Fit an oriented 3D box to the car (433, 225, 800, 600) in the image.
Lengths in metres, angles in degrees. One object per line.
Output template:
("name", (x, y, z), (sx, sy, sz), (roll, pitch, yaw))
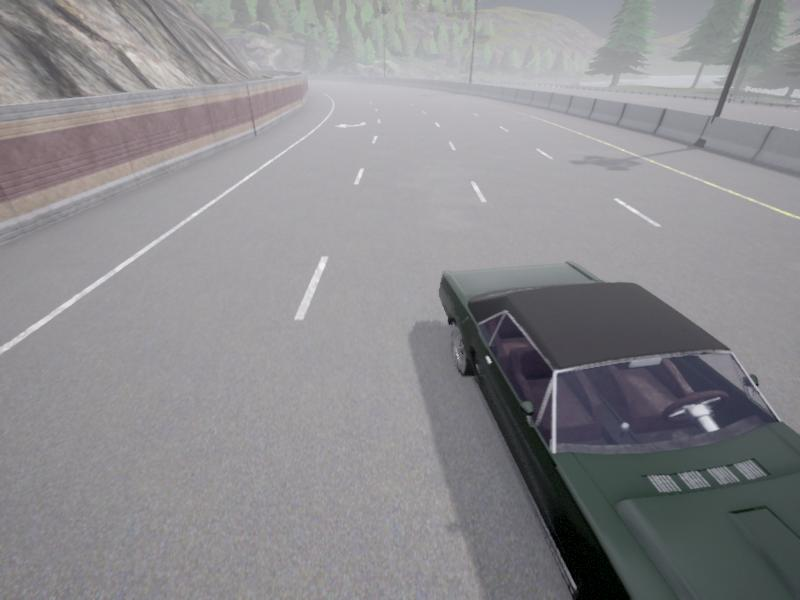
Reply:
("car", (1.738, 0.857, 3.244), (1.895, 1.301, 4.718), (-5, 30, -7))
